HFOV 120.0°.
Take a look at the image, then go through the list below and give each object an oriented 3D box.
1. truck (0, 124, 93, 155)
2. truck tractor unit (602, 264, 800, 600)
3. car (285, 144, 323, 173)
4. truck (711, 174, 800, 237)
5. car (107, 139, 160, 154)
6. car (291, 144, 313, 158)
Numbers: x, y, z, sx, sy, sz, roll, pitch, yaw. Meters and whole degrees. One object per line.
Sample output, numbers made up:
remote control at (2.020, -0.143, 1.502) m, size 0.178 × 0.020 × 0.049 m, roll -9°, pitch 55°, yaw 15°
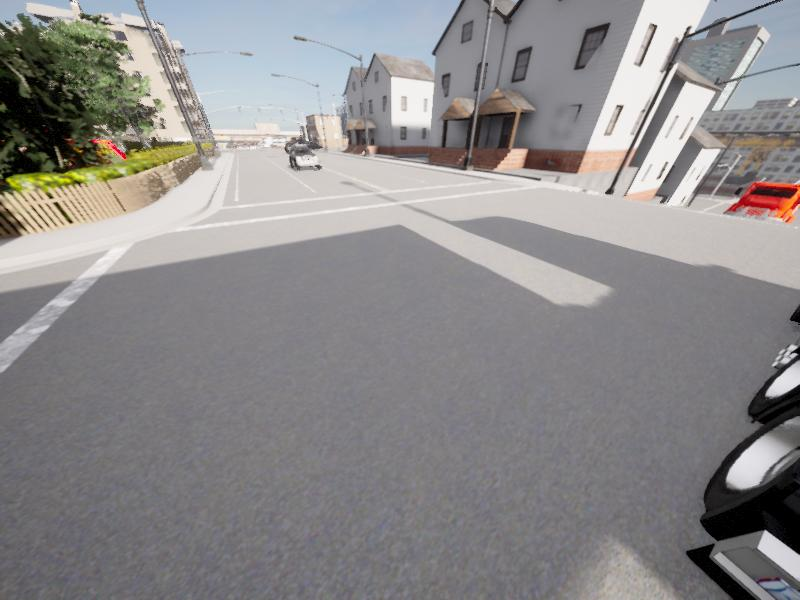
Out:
truck at (-57.231, -25.645, 37.028) m, size 8.468 × 3.827 × 2.891 m, roll -17°, pitch 38°, yaw -23°
truck tractor unit at (5.108, -0.305, 0.782) m, size 6.516 × 4.208 × 3.053 m, roll -18°, pitch 39°, yaw -24°
car at (-8.458, -12.443, 20.163) m, size 1.932 × 1.855 × 4.605 m, roll -17°, pitch 38°, yaw -24°
truck at (22.108, -5.610, 14.035) m, size 5.204 × 2.467 × 2.627 m, roll -6°, pitch 32°, yaw -32°
car at (-47.906, -27.780, 41.733) m, size 5.566 × 2.045 × 2.150 m, roll -17°, pitch 39°, yaw -24°
car at (-15.185, -23.088, 35.702) m, size 2.038 × 1.542 × 4.974 m, roll -18°, pitch 39°, yaw -24°
